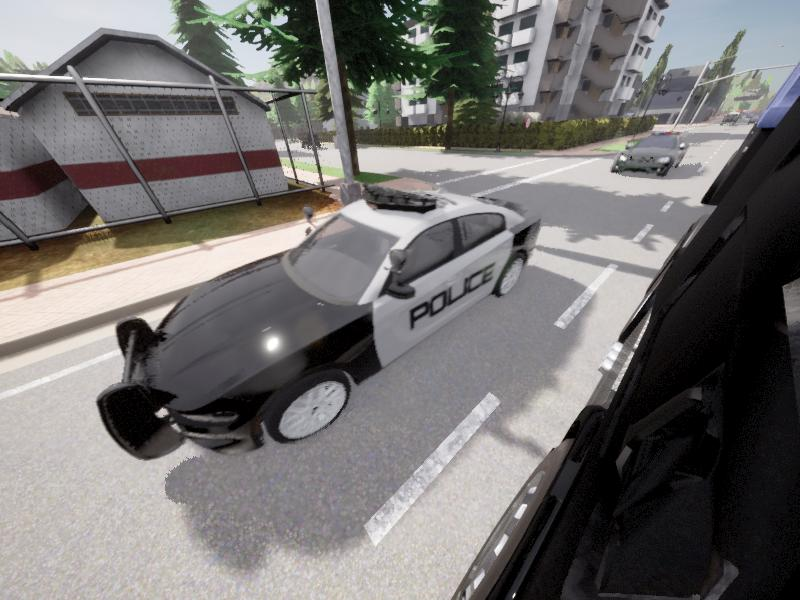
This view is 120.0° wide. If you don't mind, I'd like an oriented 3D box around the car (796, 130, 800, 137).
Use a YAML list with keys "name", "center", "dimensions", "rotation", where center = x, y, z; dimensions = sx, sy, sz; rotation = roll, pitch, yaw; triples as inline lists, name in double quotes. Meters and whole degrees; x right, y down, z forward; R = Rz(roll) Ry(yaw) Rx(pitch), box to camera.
- name: "car"
  center: [39.550, -16.262, 21.567]
  dimensions: [5.366, 1.575, 1.801]
  rotation: [-28, 44, -30]

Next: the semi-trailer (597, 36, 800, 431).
- name: "semi-trailer"
  center: [8.729, -3.585, 4.195]
  dimensions: [14.254, 4.402, 2.717]
  rotation: [-28, 43, -29]

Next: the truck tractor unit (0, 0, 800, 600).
- name: "truck tractor unit"
  center: [2.645, -0.295, 0.351]
  dimensions: [6.516, 4.208, 3.053]
  rotation: [-28, 44, -30]

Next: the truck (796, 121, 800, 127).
- name: "truck"
  center: [61.275, -25.733, 32.111]
  dimensions: [2.627, 2.467, 5.204]
  rotation: [-6, 37, -5]

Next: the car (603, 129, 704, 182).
- name: "car"
  center: [11.936, -6.927, 10.865]
  dimensions: [4.974, 1.542, 2.038]
  rotation: [-28, 44, -30]

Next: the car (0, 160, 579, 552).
- name: "car"
  center: [-0.151, -0.492, 2.939]
  dimensions: [5.238, 1.638, 1.930]
  rotation: [-28, 44, -30]

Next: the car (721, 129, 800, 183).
- name: "car"
  center: [15.513, -6.060, 9.551]
  dimensions: [3.806, 1.475, 1.970]
  rotation: [-28, 43, -30]
